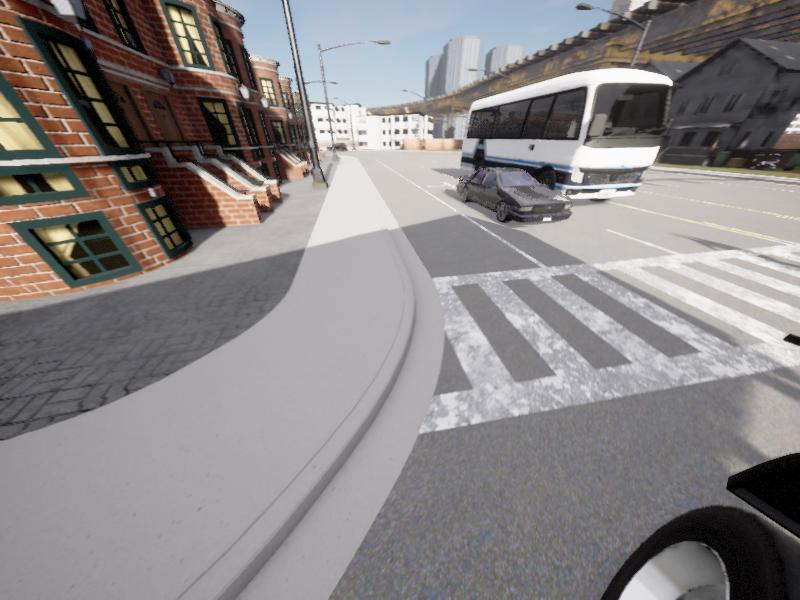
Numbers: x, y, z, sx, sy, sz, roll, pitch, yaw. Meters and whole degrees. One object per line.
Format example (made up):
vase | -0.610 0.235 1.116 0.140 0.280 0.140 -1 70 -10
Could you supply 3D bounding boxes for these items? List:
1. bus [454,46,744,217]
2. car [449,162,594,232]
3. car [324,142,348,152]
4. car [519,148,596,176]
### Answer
bus | 6.739 -7.852 11.516 3.944 4.253 10.273 -7 36 -8
car | 3.883 -4.209 8.817 2.033 1.411 5.357 -7 35 -8
car | -17.015 -40.988 61.919 5.566 2.045 2.150 5 35 8
car | 12.257 -11.225 18.601 1.930 1.638 5.238 -6 35 -8
